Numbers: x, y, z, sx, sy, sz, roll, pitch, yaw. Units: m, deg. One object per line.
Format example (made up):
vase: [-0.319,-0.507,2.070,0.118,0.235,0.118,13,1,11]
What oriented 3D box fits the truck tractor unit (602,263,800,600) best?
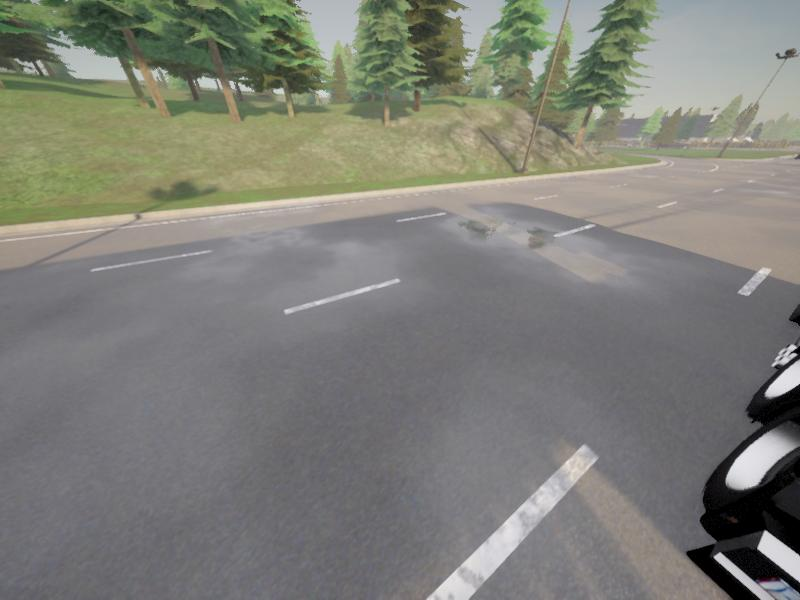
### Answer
truck tractor unit: [5.107,-0.306,0.783,6.516,4.208,3.053,-18,39,-24]
